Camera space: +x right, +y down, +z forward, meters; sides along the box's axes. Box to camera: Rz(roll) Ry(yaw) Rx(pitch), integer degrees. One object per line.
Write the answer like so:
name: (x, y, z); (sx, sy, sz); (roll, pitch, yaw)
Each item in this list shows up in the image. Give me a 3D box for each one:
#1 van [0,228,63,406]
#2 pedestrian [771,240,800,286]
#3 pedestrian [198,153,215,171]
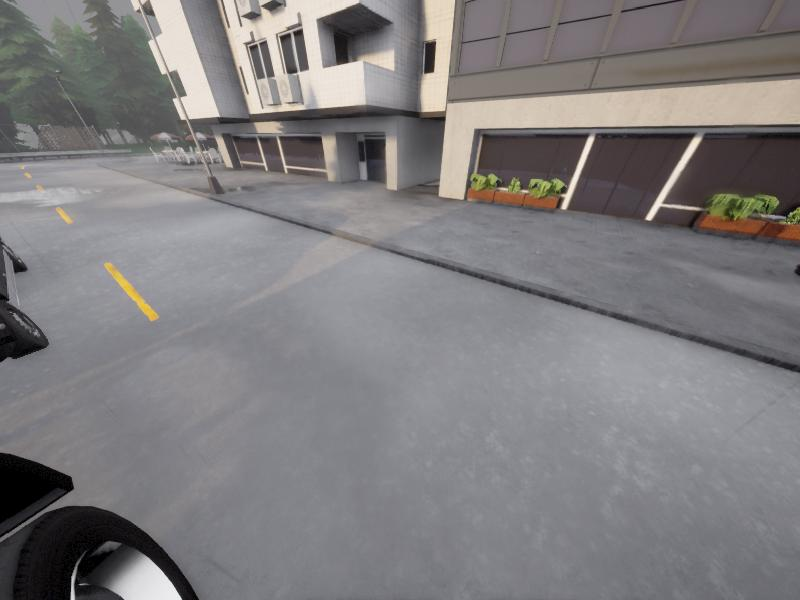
van: (-6.845, -0.658, 2.608); (5.915, 2.561, 1.988); (22, 40, 28)
pedestrian: (7.572, -1.095, 3.684); (0.751, 1.860, 0.751); (20, 40, 26)
pedestrian: (-14.421, -10.278, 17.232); (0.500, 1.100, 0.500); (24, 41, 29)
